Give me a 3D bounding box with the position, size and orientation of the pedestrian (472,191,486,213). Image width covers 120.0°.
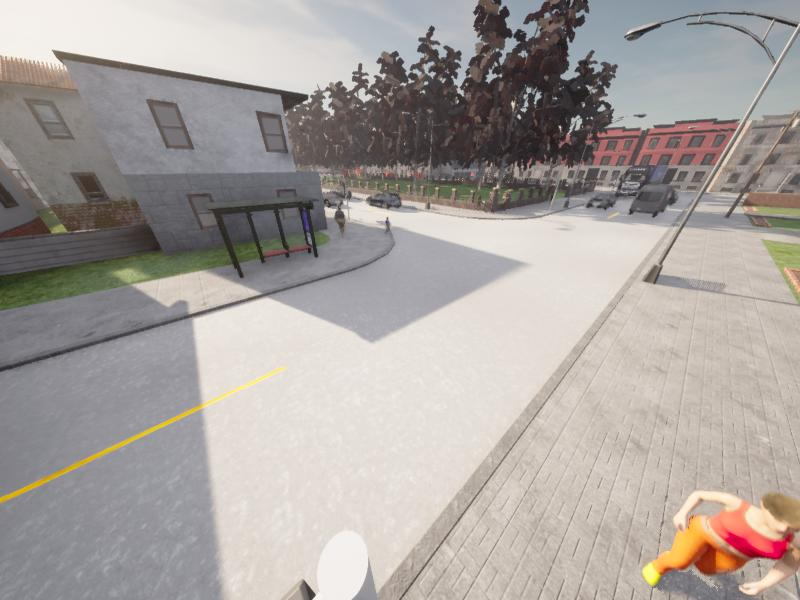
[{"bbox_3d":[7.615,-9.486,22.320,0.751,1.860,0.751,26,39,37],"label":"pedestrian"}]

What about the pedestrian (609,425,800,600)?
[{"bbox_3d":[2.873,2.195,2.087,0.751,1.860,0.751,-23,37,-34],"label":"pedestrian"}]

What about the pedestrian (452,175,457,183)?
[{"bbox_3d":[14.811,-32.823,62.740,0.751,1.860,0.751,-18,34,-28],"label":"pedestrian"}]

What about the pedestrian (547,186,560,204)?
[{"bbox_3d":[18.312,-12.543,27.616,0.751,1.860,0.751,18,35,28],"label":"pedestrian"}]

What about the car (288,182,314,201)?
[{"bbox_3d":[-14.329,-15.685,33.275,1.932,1.855,4.605,-20,38,-31],"label":"car"}]

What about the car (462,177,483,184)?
[{"bbox_3d":[19.989,-33.197,63.967,1.882,1.535,5.008,-22,37,-33],"label":"car"}]

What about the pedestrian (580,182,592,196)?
[{"bbox_3d":[28.311,-16.888,35.141,0.751,1.860,0.751,8,31,14],"label":"pedestrian"}]

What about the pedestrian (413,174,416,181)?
[{"bbox_3d":[4.624,-38.956,73.362,0.751,1.860,0.751,-15,33,-25],"label":"pedestrian"}]

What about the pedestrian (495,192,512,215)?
[{"bbox_3d":[9.566,-8.948,21.389,0.751,1.860,0.751,-5,30,-8],"label":"pedestrian"}]

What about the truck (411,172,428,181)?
[{"bbox_3d":[6.570,-41.639,77.671,2.627,2.467,5.204,-22,36,-33],"label":"truck"}]

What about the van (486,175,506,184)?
[{"bbox_3d":[26.023,-32.878,62.967,1.775,1.987,4.442,-23,37,-34],"label":"van"}]

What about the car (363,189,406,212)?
[{"bbox_3d":[-1.813,-11.143,25.682,2.033,1.649,4.856,-25,39,-36],"label":"car"}]

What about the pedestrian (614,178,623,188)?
[{"bbox_3d":[46.075,-24.733,48.727,0.751,1.860,0.751,-22,37,-33],"label":"pedestrian"}]

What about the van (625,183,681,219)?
[{"bbox_3d":[24.246,-9.609,22.106,5.915,2.561,1.988,-21,36,-32],"label":"van"}]

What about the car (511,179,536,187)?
[{"bbox_3d":[29.141,-27.711,54.558,1.812,1.442,4.674,-22,37,-33],"label":"car"}]

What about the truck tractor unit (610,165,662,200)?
[{"bbox_3d":[34.086,-17.059,33.337,6.516,4.208,3.053,-22,37,-34],"label":"truck tractor unit"}]

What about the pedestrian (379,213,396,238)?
[{"bbox_3d":[-0.795,-4.681,14.540,0.751,1.300,0.751,-24,37,-35],"label":"pedestrian"}]

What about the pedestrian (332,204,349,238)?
[{"bbox_3d":[-3.657,-4.933,14.416,0.751,1.860,0.751,-4,30,-7],"label":"pedestrian"}]

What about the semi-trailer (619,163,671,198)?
[{"bbox_3d":[40.146,-19.690,37.694,14.254,4.402,2.717,-23,37,-34],"label":"semi-trailer"}]

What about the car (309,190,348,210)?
[{"bbox_3d":[-8.271,-11.589,26.564,2.128,1.511,4.902,-23,37,-34],"label":"car"}]

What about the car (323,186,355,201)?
[{"bbox_3d":[-8.715,-15.162,32.754,2.128,1.511,4.902,-25,38,-36],"label":"car"}]

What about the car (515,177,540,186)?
[{"bbox_3d":[31.576,-29.403,57.306,2.033,1.649,4.856,-23,37,-34],"label":"car"}]

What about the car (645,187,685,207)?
[{"bbox_3d":[32.575,-12.726,28.380,4.611,1.667,2.242,-21,36,-32],"label":"car"}]

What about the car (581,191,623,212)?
[{"bbox_3d":[22.003,-10.749,25.113,4.902,1.511,2.128,-24,37,-35],"label":"car"}]

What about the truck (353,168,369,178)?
[{"bbox_3d":[-17.283,-56.104,101.764,2.891,3.827,8.468,-23,37,-34],"label":"truck"}]

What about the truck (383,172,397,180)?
[{"bbox_3d":[-3.862,-47.529,88.295,2.627,2.467,5.204,-23,37,-34],"label":"truck"}]
